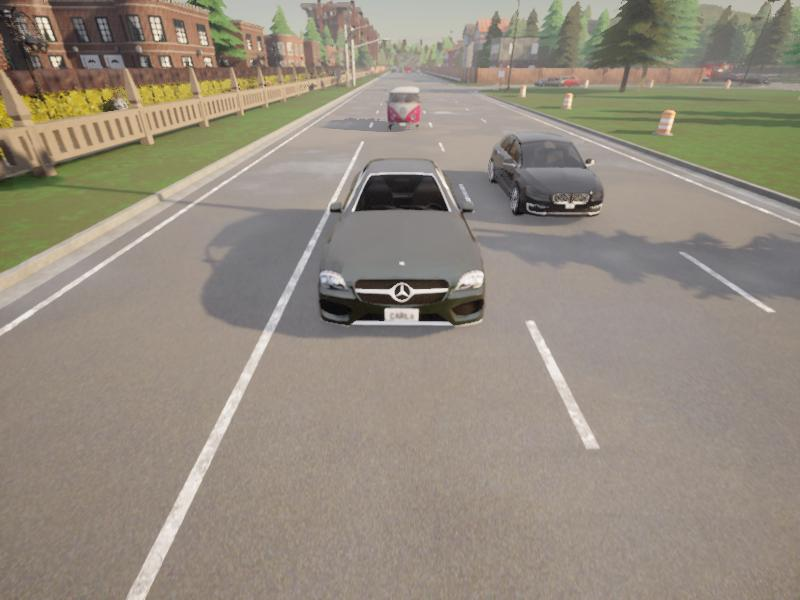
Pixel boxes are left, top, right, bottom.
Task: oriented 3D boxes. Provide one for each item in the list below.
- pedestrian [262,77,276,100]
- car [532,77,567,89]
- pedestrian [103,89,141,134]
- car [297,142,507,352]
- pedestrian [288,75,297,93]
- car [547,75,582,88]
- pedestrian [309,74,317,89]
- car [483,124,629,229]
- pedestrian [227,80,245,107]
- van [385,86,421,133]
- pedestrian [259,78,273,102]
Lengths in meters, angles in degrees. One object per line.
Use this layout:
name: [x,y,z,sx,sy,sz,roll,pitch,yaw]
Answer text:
pedestrian: [-12.460,-20.124,38.098,0.751,1.860,0.751,5,31,8]
car: [22.996,-33.499,61.633,4.514,1.525,2.007,-7,31,-12]
pedestrian: [-13.209,-8.964,19.065,0.751,1.860,0.751,0,30,-1]
car: [0.024,-1.350,6.669,2.152,1.651,5.027,0,30,0]
pedestrian: [-12.817,-25.765,47.714,0.751,1.860,0.751,0,30,0]
car: [26.773,-35.635,65.193,4.611,1.667,2.242,-4,31,-6]
pedestrian: [-11.943,-29.866,54.703,0.751,1.860,0.751,0,30,1]
car: [3.565,-3.406,10.301,1.837,1.490,4.892,0,30,0]
pedestrian: [-12.974,-16.357,31.679,0.751,1.860,0.751,2,30,3]
van: [0.242,-10.606,22.088,1.775,1.987,4.442,1,30,2]
pedestrian: [-12.053,-18.901,36.012,0.751,1.860,0.751,1,30,1]
